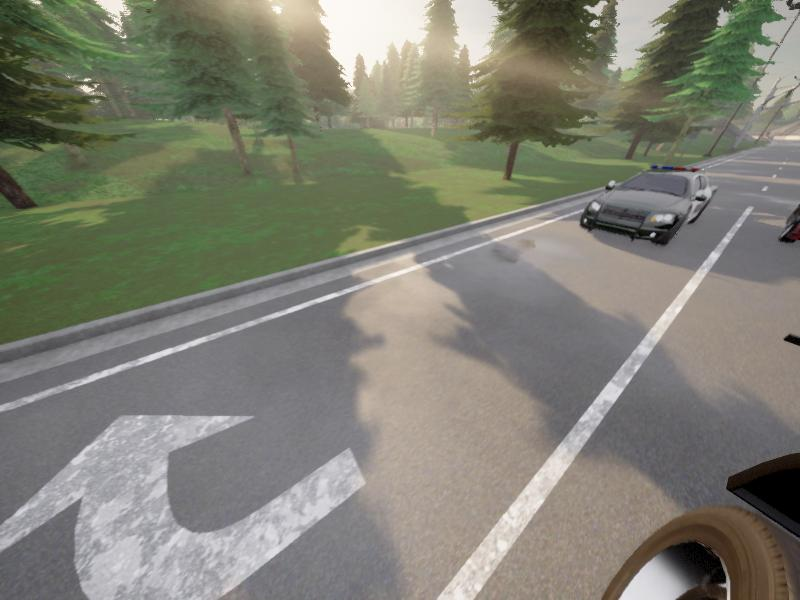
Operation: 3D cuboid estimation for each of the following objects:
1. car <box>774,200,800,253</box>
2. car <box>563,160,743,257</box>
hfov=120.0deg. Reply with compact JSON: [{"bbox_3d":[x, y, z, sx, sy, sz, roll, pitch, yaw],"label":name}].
[{"bbox_3d":[11.382,-2.063,5.519,4.181,1.385,1.994,-22,41,-28],"label":"car"},{"bbox_3d":[7.259,-2.911,6.619,4.974,1.542,2.038,-22,41,-28],"label":"car"}]
